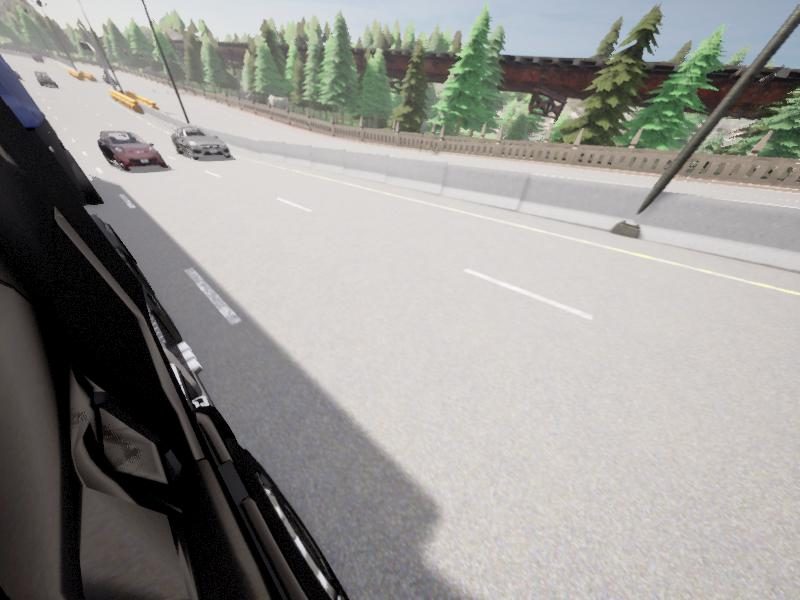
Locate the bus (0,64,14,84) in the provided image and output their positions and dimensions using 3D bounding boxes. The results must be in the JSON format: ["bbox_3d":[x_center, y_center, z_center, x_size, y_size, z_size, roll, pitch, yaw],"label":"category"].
[{"bbox_3d":[-66.862,-35.037,33.396,3.944,4.253,10.273,30,45,22],"label":"bus"}]

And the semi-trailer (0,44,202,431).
[{"bbox_3d":[-8.698,-3.605,4.228,14.254,4.402,2.717,28,44,30],"label":"semi-trailer"}]

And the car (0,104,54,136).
[{"bbox_3d":[-30.406,-14.638,18.764,5.366,1.575,1.801,31,45,27],"label":"car"}]

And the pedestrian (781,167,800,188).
[{"bbox_3d":[23.880,-7.593,13.377,0.751,1.860,0.751,34,46,25],"label":"pedestrian"}]

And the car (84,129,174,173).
[{"bbox_3d":[-13.487,-7.498,11.526,3.633,1.501,1.845,25,42,27],"label":"car"}]

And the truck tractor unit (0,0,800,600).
[{"bbox_3d":[-2.645,-0.295,0.351,6.516,4.208,3.053,28,44,30],"label":"truck tractor unit"}]

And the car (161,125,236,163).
[{"bbox_3d":[-13.576,-10.576,15.518,5.027,1.651,2.152,29,44,29],"label":"car"}]
